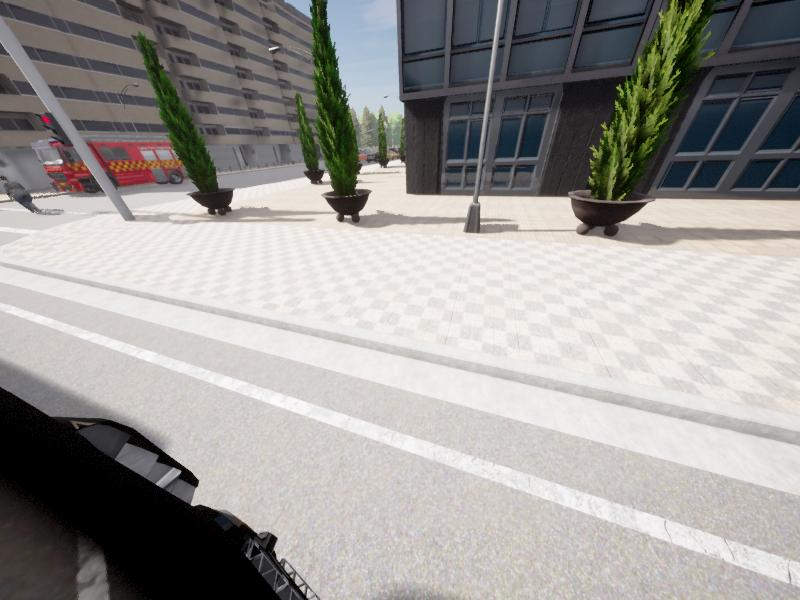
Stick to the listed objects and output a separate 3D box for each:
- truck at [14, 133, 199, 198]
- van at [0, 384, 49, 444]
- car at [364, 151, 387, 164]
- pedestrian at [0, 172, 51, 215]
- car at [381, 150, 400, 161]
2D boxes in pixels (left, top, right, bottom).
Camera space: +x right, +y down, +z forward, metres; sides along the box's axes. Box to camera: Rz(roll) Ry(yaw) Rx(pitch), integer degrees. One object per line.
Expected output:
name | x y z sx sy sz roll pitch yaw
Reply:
truck | -23.214 -11.553 19.533 2.891 3.827 8.468 9 35 17
van | -6.109 0.532 1.814 4.442 1.987 1.775 9 35 17
car | -4.031 -24.211 39.159 2.007 1.525 4.514 9 35 17
pedestrian | -18.945 -5.259 11.475 0.751 1.860 0.751 4 34 10
car | -1.707 -28.038 44.683 1.801 1.575 5.366 9 35 17
